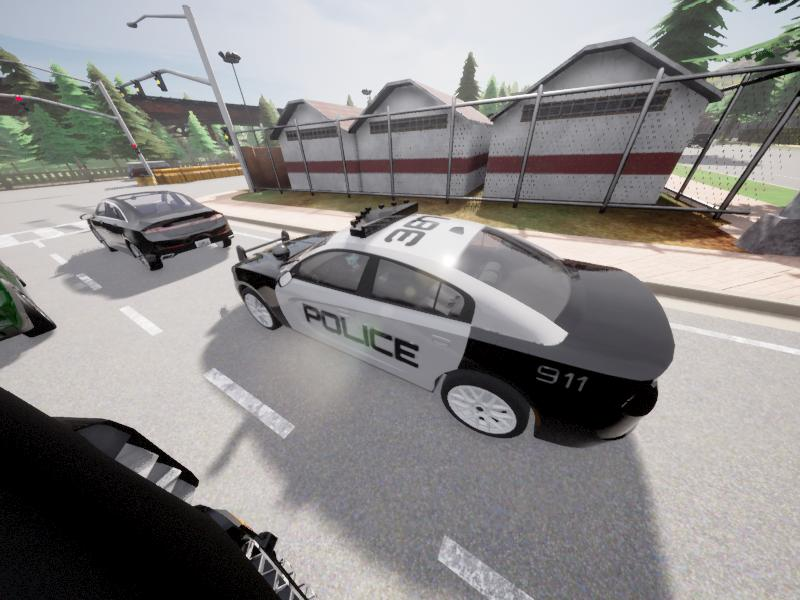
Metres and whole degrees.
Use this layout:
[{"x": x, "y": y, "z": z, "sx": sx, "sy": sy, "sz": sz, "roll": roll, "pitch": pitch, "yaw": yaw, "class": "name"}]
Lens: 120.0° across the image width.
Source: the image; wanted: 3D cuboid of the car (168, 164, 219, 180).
[{"x": -25.628, "y": -16.027, "z": 28.825, "sx": 1.994, "sy": 1.385, "sz": 4.181, "roll": 15, "pitch": 37, "yaw": 24, "class": "car"}]

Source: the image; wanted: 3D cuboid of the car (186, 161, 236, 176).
[{"x": -26.895, "y": -18.839, "z": 33.028, "sx": 2.128, "sy": 1.511, "sz": 4.902, "roll": 15, "pitch": 37, "yaw": 24, "class": "car"}]

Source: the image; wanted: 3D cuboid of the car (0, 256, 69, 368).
[{"x": -7.428, "y": -0.188, "z": 3.182, "sx": 4.553, "sy": 1.767, "sz": 2.097, "roll": 16, "pitch": 38, "yaw": 26, "class": "car"}]

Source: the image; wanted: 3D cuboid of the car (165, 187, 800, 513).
[{"x": -0.239, "y": -0.326, "z": 2.972, "sx": 5.238, "sy": 1.638, "sz": 1.930, "roll": 16, "pitch": 38, "yaw": 26, "class": "car"}]

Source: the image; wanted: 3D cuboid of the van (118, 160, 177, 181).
[{"x": -32.737, "y": -16.896, "z": 30.123, "sx": 1.775, "sy": 1.987, "sz": 4.442, "roll": 15, "pitch": 37, "yaw": 24, "class": "van"}]

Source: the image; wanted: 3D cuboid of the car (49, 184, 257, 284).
[{"x": -6.622, "y": -2.081, "z": 6.225, "sx": 4.902, "sy": 1.511, "sz": 2.128, "roll": 16, "pitch": 38, "yaw": 26, "class": "car"}]
